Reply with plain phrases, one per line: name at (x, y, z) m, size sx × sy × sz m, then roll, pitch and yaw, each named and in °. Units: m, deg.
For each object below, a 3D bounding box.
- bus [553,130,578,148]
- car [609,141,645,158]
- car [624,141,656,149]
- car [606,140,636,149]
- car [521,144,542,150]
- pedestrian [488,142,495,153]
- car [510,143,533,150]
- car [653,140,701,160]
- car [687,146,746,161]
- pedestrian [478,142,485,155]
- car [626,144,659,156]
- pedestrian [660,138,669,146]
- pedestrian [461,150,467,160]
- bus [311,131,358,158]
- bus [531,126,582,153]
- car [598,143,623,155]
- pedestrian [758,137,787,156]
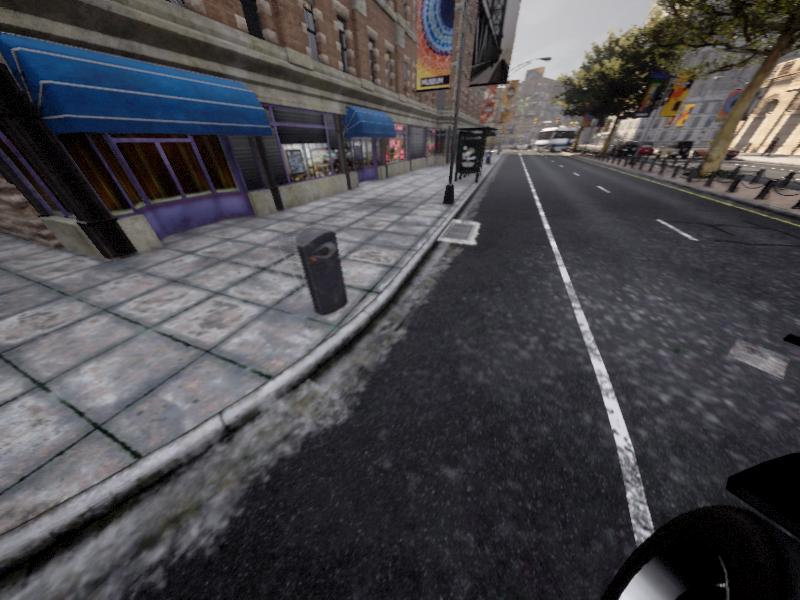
bus at (51.883, -50.703, 72.904) m, size 3.944 × 4.253 × 10.273 m, roll 12°, pitch 36°, yaw 19°
car at (31.732, -21.246, 32.519) m, size 1.932 × 1.855 × 4.605 m, roll 12°, pitch 37°, yaw 19°
car at (54.856, -35.441, 52.880) m, size 4.514 × 1.525 × 2.007 m, roll 12°, pitch 36°, yaw 18°
car at (53.799, -37.862, 56.328) m, size 4.611 × 1.667 × 2.242 m, roll 12°, pitch 36°, yaw 18°
car at (35.597, -41.544, 62.632) m, size 4.718 × 1.301 × 1.895 m, roll 12°, pitch 36°, yaw 18°
pedestrian at (17.977, -29.935, 45.381) m, size 0.751 × 1.860 × 0.751 m, roll 11°, pitch 36°, yaw 17°
car at (31.816, -40.312, 60.739) m, size 4.974 × 1.542 × 2.038 m, roll 12°, pitch 36°, yaw 18°
car at (33.249, -18.135, 27.904) m, size 1.905 × 1.878 × 3.866 m, roll 12°, pitch 37°, yaw 19°
car at (36.014, -16.900, 26.526) m, size 1.895 × 1.301 × 4.718 m, roll 12°, pitch 36°, yaw 19°
pedestrian at (14.154, -26.379, 40.297) m, size 0.751 × 1.860 × 0.751 m, roll 12°, pitch 36°, yaw 18°
car at (36.778, -22.865, 35.181) m, size 1.994 × 1.385 × 4.181 m, roll 12°, pitch 37°, yaw 19°
pedestrian at (68.426, -40.844, 59.749) m, size 0.751 × 1.860 × 0.751 m, roll 12°, pitch 37°, yaw 19°
pedestrian at (8.832, -20.051, 31.874) m, size 0.500 × 1.100 × 0.500 m, roll 11°, pitch 36°, yaw 17°
bus at (-13.500, -33.274, 49.466) m, size 3.944 × 4.253 × 10.273 m, roll 12°, pitch 37°, yaw 19°
bus at (33.674, -34.519, 49.782) m, size 10.273 × 4.253 × 3.944 m, roll -21°, pitch 37°, yaw -27°
car at (34.267, -24.642, 37.720) m, size 1.845 × 1.501 × 3.633 m, roll 12°, pitch 37°, yaw 19°
pedestrian at (43.079, -17.749, 26.741) m, size 0.751 × 1.860 × 0.751 m, roll 10°, pitch 36°, yaw 16°
